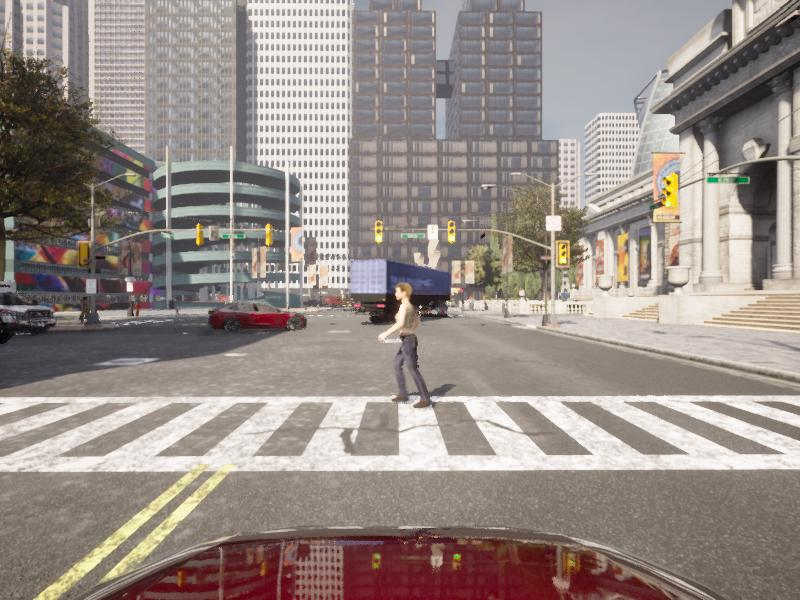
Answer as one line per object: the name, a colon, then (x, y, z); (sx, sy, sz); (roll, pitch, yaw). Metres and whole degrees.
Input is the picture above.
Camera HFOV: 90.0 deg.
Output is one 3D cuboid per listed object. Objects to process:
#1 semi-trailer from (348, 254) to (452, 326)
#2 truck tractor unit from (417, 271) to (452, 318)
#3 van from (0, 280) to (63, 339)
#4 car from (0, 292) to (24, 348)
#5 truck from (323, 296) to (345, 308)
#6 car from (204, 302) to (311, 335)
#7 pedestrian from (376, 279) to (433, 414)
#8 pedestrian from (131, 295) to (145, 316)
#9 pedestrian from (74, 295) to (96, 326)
semi-trailer: (0.793, -0.627, 31.379); (2.717, 4.402, 14.254); (1, 0, 23)
truck tractor unit: (3.281, -0.525, 38.804); (3.053, 4.208, 6.516); (0, 0, 3)
van: (-18.926, 0.378, 17.497); (6.366, 2.431, 2.351); (0, 0, -1)
car: (-15.598, 0.652, 13.421); (4.605, 1.855, 1.932); (0, 0, 9)
truck: (-14.183, 0.360, 85.806); (2.627, 2.467, 5.204); (0, 0, -38)
car: (-7.169, 0.851, 20.301); (4.792, 1.488, 2.163); (0, 0, -31)
pedestrian: (0.095, 0.637, 5.950); (0.751, 1.860, 0.751); (0, 0, 9)
pedestrian: (-23.321, 0.485, 35.583); (0.751, 1.860, 0.751); (0, 0, 11)
pedestrian: (-19.230, 0.637, 24.464); (0.751, 1.860, 0.751); (0, 0, 12)
